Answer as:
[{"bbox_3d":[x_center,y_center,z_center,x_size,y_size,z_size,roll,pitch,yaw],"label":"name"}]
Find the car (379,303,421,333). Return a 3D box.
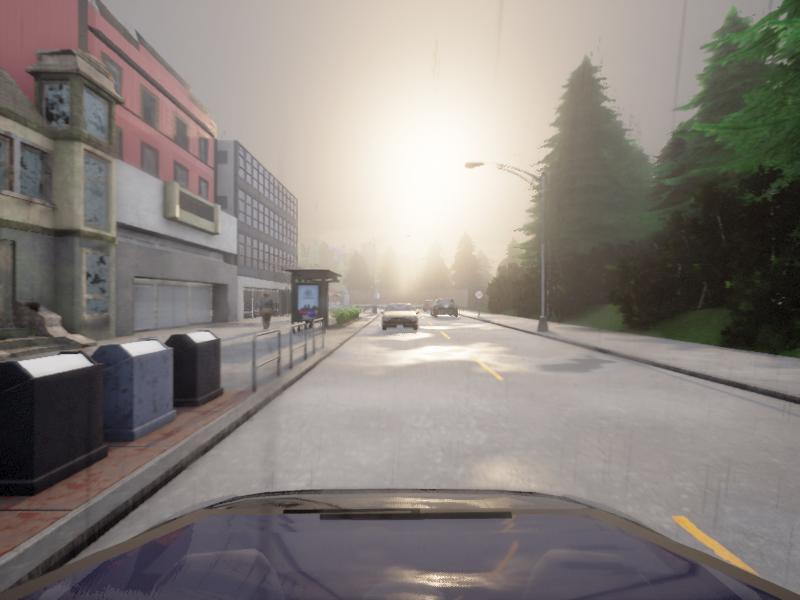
[{"bbox_3d":[-0.004,0.871,21.699,2.033,1.411,5.357,0,0,0],"label":"car"}]

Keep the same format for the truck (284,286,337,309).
[{"bbox_3d":[-15.391,-0.397,69.025,8.468,3.827,2.891,0,0,0],"label":"truck"}]

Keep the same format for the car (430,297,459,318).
[{"bbox_3d":[3.999,0.653,36.760,2.097,1.767,4.553,0,0,0],"label":"car"}]

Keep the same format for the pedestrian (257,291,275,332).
[{"bbox_3d":[-6.220,0.536,18.597,0.751,1.860,0.751,0,0,-20],"label":"pedestrian"}]
